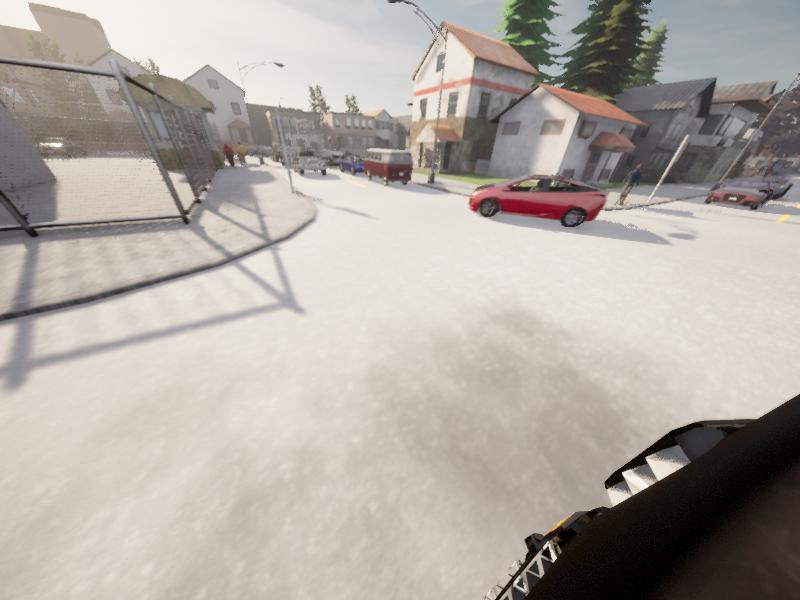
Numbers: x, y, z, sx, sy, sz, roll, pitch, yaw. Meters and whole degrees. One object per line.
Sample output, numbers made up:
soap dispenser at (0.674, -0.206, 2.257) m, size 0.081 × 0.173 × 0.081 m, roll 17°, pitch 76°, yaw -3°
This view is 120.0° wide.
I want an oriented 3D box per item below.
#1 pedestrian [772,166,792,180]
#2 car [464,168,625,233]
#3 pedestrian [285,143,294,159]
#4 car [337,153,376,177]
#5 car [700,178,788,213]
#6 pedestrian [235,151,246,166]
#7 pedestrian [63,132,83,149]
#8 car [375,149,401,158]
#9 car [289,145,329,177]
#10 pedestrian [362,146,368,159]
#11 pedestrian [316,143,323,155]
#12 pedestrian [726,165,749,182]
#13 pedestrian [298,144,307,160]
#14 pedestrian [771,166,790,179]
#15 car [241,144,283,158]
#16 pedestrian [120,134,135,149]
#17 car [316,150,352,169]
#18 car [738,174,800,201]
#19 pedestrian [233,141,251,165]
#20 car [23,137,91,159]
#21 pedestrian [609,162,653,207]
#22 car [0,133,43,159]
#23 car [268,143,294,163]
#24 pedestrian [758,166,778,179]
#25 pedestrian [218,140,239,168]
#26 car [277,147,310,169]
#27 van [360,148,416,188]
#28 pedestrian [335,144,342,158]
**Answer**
pedestrian at (62.500, -20.779, 37.809) m, size 0.751 × 1.860 × 0.751 m, roll -15°, pitch 38°, yaw -25°
car at (5.033, -3.935, 8.834) m, size 4.514 × 1.525 × 2.007 m, roll 14°, pitch 35°, yaw 16°
pedestrian at (-15.645, -21.034, 32.680) m, size 0.751 × 1.860 × 0.751 m, roll -16°, pitch 38°, yaw -26°
car at (-3.847, -11.729, 19.947) m, size 1.816 × 1.474 × 4.193 m, roll -16°, pitch 38°, yaw -26°
car at (20.129, -6.243, 13.547) m, size 4.181 × 1.385 × 1.994 m, roll -16°, pitch 38°, yaw -26°
pedestrian at (-14.145, -12.489, 20.445) m, size 0.500 × 1.100 × 0.500 m, roll -17°, pitch 38°, yaw -26°
pedestrian at (-43.468, -21.232, 30.761) m, size 0.751 × 1.860 × 0.751 m, roll -26°, pitch 43°, yaw -36°
car at (-2.630, -31.420, 49.535) m, size 5.366 × 1.575 × 1.801 m, roll -17°, pitch 38°, yaw -27°
car at (-7.291, -11.046, 18.305) m, size 1.932 × 1.855 × 4.605 m, roll -15°, pitch 37°, yaw -24°
pedestrian at (-6.114, -25.815, 40.358) m, size 0.751 × 1.860 × 0.751 m, roll -10°, pitch 36°, yaw -19°
pedestrian at (-16.388, -30.676, 46.930) m, size 0.751 × 1.860 × 0.751 m, roll -24°, pitch 42°, yaw -34°
pedestrian at (42.396, -15.899, 29.007) m, size 0.751 × 1.860 × 0.751 m, roll -17°, pitch 38°, yaw -27°
pedestrian at (-13.587, -20.540, 32.087) m, size 0.751 × 1.860 × 0.751 m, roll -4°, pitch 34°, yaw -10°
pedestrian at (65.524, -21.936, 39.753) m, size 0.751 × 1.860 × 0.751 m, roll -13°, pitch 37°, yaw -22°
car at (-20.421, -22.070, 34.247) m, size 4.902 × 1.511 × 2.128 m, roll 11°, pitch 34°, yaw 12°
pedestrian at (-41.691, -24.205, 35.358) m, size 0.751 × 1.860 × 0.751 m, roll -17°, pitch 38°, yaw -27°
car at (-7.098, -14.983, 24.595) m, size 2.163 × 1.488 × 4.792 m, roll -16°, pitch 38°, yaw -26°
car at (28.222, -8.631, 17.582) m, size 3.633 × 1.501 × 1.845 m, roll -16°, pitch 38°, yaw -26°
pedestrian at (-14.510, -13.506, 21.260) m, size 0.751 × 1.860 × 0.751 m, roll -6°, pitch 35°, yaw -13°
car at (-31.075, -13.975, 21.165) m, size 1.816 × 1.474 × 4.193 m, roll -16°, pitch 38°, yaw -26°
pedestrian at (11.345, -5.710, 11.430) m, size 0.751 × 1.860 × 0.751 m, roll 20°, pitch 37°, yaw 24°
car at (-33.447, -12.879, 19.222) m, size 2.242 × 1.667 × 4.611 m, roll -16°, pitch 38°, yaw -26°
car at (-14.369, -17.753, 27.855) m, size 1.905 × 1.878 × 3.866 m, roll -17°, pitch 39°, yaw -27°
pedestrian at (58.632, -20.302, 36.809) m, size 0.751 × 1.860 × 0.751 m, roll -11°, pitch 36°, yaw -20°
pedestrian at (-13.850, -11.787, 18.724) m, size 0.751 × 1.860 × 0.751 m, roll -14°, pitch 37°, yaw -23°
car at (-10.755, -14.286, 23.149) m, size 2.033 × 1.649 × 4.856 m, roll -15°, pitch 38°, yaw -25°
van at (-0.980, -9.131, 15.790) m, size 1.775 × 1.987 × 4.442 m, roll -16°, pitch 38°, yaw -26°
pedestrian at (-10.223, -24.692, 38.370) m, size 0.751 × 1.860 × 0.751 m, roll 9°, pitch 34°, yaw 10°
